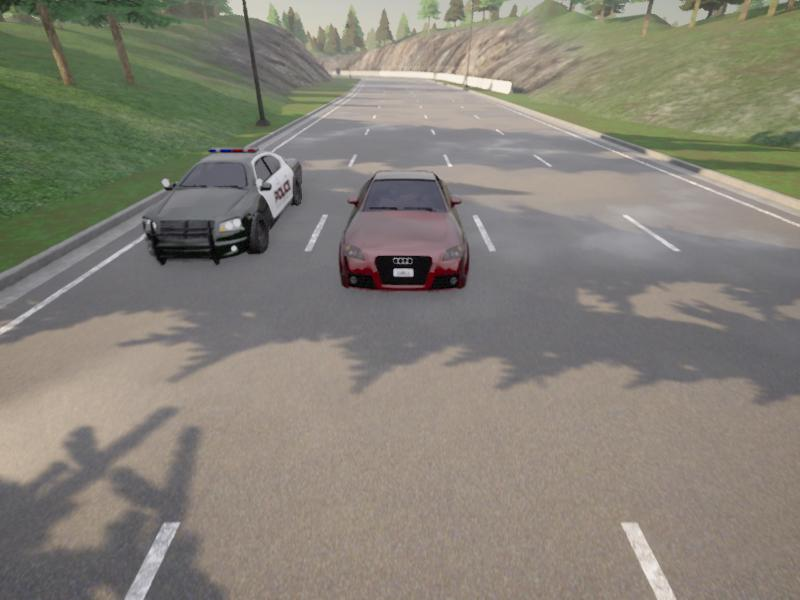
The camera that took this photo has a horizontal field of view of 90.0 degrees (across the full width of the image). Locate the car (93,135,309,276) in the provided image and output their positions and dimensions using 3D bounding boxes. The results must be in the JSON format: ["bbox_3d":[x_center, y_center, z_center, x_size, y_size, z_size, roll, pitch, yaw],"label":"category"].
[{"bbox_3d":[-3.496,-2.302,8.412,2.038,1.542,4.974,0,30,0],"label":"car"}]

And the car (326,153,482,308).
[{"bbox_3d":[0.083,-1.549,7.274,1.994,1.385,4.181,0,30,1],"label":"car"}]
